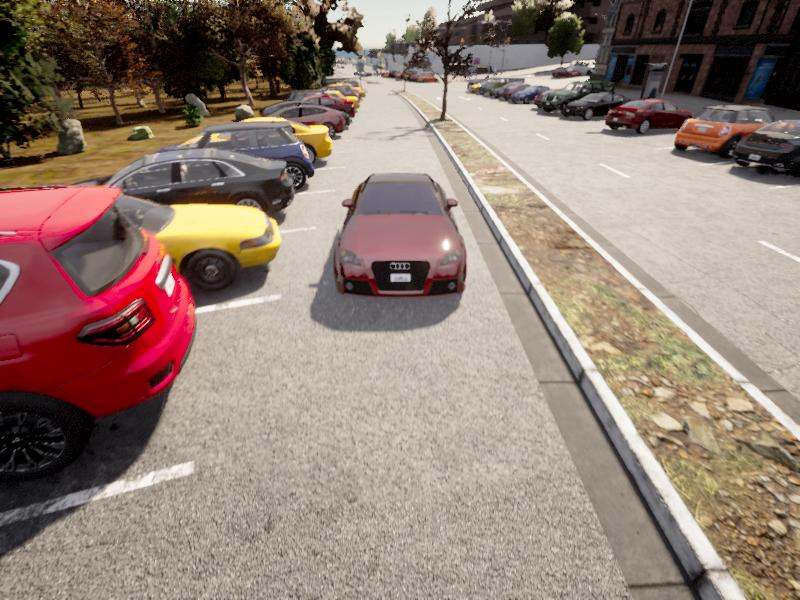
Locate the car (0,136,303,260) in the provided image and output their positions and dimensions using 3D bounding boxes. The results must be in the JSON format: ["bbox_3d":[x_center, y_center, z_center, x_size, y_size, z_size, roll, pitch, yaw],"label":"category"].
[{"bbox_3d":[-4.807,-2.373,8.533,4.892,1.521,2.231,-11,32,-17],"label":"car"}]

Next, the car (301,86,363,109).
[{"bbox_3d":[-5.768,-17.302,34.104,4.674,1.452,2.002,-13,33,-19],"label":"car"}]

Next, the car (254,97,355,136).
[{"bbox_3d":[-5.052,-9.847,21.350,4.792,1.488,2.163,-12,32,-18],"label":"car"}]

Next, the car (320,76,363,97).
[{"bbox_3d":[-6.804,-25.017,46.753,4.442,1.987,1.878,-14,33,-21],"label":"car"}]

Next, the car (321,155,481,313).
[{"bbox_3d":[-0.003,-1.466,7.134,1.994,1.385,4.181,0,30,0],"label":"car"}]

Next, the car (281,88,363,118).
[{"bbox_3d":[-5.613,-14.311,28.917,5.366,1.575,1.946,-13,33,-19],"label":"car"}]

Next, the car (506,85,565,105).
[{"bbox_3d":[12.372,-18.807,36.573,4.674,1.452,2.002,-12,33,-21],"label":"car"}]

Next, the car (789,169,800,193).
[{"bbox_3d":[13.395,-3.570,10.513,5.008,1.535,2.097,-10,32,-18],"label":"car"}]

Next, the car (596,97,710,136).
[{"bbox_3d":[13.184,-9.683,20.936,5.008,1.535,2.097,-11,32,-19],"label":"car"}]

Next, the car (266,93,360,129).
[{"bbox_3d":[-5.176,-11.359,23.874,5.008,1.535,2.097,-12,32,-18],"label":"car"}]

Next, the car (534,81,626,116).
[{"bbox_3d":[12.840,-14.473,28.606,5.566,2.045,2.435,-11,33,-20],"label":"car"}]

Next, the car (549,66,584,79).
[{"bbox_3d":[25.755,-35.215,61.946,2.002,1.452,4.674,-22,37,-23],"label":"car"}]

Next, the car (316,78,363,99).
[{"bbox_3d":[-6.614,-23.420,44.225,4.553,1.767,2.185,-14,33,-21],"label":"car"}]

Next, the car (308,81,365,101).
[{"bbox_3d":[-6.569,-21.775,41.665,5.366,1.575,1.946,-14,33,-20],"label":"car"}]

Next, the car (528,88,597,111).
[{"bbox_3d":[12.711,-15.758,31.374,4.674,1.452,2.002,-12,32,-20],"label":"car"}]

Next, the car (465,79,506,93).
[{"bbox_3d":[11.088,-27.934,52.132,4.792,1.488,2.163,-13,33,-22],"label":"car"}]

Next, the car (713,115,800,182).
[{"bbox_3d":[13.347,-5.096,13.117,4.892,1.521,2.231,-10,32,-18],"label":"car"}]

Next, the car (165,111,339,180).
[{"bbox_3d":[-4.865,-5.373,13.652,5.008,1.535,2.097,-11,32,-17],"label":"car"}]

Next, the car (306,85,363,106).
[{"bbox_3d":[-5.962,-18.795,36.654,4.674,1.452,2.002,-13,33,-20],"label":"car"}]

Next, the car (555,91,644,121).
[{"bbox_3d":[12.995,-12.736,26.142,5.008,1.535,2.097,-11,33,-20],"label":"car"}]

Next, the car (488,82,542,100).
[{"bbox_3d":[11.960,-21.890,41.755,4.892,1.521,2.231,-12,33,-21],"label":"car"}]

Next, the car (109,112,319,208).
[{"bbox_3d":[-4.809,-3.988,11.038,4.553,1.767,2.185,-11,32,-17],"label":"car"}]

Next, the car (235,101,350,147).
[{"bbox_3d":[-5.024,-8.333,18.766,4.792,1.488,2.163,-12,32,-18],"label":"car"}]

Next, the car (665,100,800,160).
[{"bbox_3d":[13.295,-6.733,15.657,4.553,1.767,2.185,-11,32,-19],"label":"car"}]

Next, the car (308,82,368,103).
[{"bbox_3d":[-6.008,-20.368,39.249,5.366,1.575,1.946,-13,32,-20],"label":"car"}]

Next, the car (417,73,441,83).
[{"bbox_3d":[6.028,-46.872,84.533,4.553,1.767,2.185,-16,34,-26],"label":"car"}]

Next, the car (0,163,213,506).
[{"bbox_3d":[-4.825,0.419,3.268,5.566,2.045,2.435,-11,32,-17],"label":"car"}]

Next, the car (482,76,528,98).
[{"bbox_3d":[11.616,-23.584,44.193,4.442,1.987,1.878,-13,33,-22],"label":"car"}]

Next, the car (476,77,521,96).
[{"bbox_3d":[11.495,-25.050,46.895,4.553,1.767,2.185,-13,33,-22],"label":"car"}]

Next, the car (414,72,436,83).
[{"bbox_3d":[5.436,-48.438,86.997,4.442,1.987,1.878,-16,35,-26],"label":"car"}]

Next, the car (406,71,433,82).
[{"bbox_3d":[4.464,-51.500,92.155,5.566,2.045,2.435,-16,34,-26],"label":"car"}]

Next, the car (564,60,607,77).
[{"bbox_3d":[28.703,-35.974,62.094,2.435,2.045,5.566,-22,37,-22],"label":"car"}]

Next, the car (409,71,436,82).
[{"bbox_3d":[4.971,-49.982,89.573,5.566,2.045,2.435,-16,35,-26],"label":"car"}]

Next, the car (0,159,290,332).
[{"bbox_3d":[-4.628,-0.913,6.026,5.366,1.575,1.946,-11,32,-17],"label":"car"}]

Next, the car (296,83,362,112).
[{"bbox_3d":[-5.571,-15.957,31.478,4.553,1.767,2.185,-13,33,-19],"label":"car"}]

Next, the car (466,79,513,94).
[{"bbox_3d":[11.025,-26.421,49.471,5.366,1.575,1.946,-13,33,-22],"label":"car"}]

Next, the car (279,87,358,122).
[{"bbox_3d":[-5.337,-12.958,26.358,4.553,1.767,2.185,-12,32,-19],"label":"car"}]

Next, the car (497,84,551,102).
[{"bbox_3d":[12.165,-20.333,39.176,4.674,1.452,2.002,-12,33,-21],"label":"car"}]
